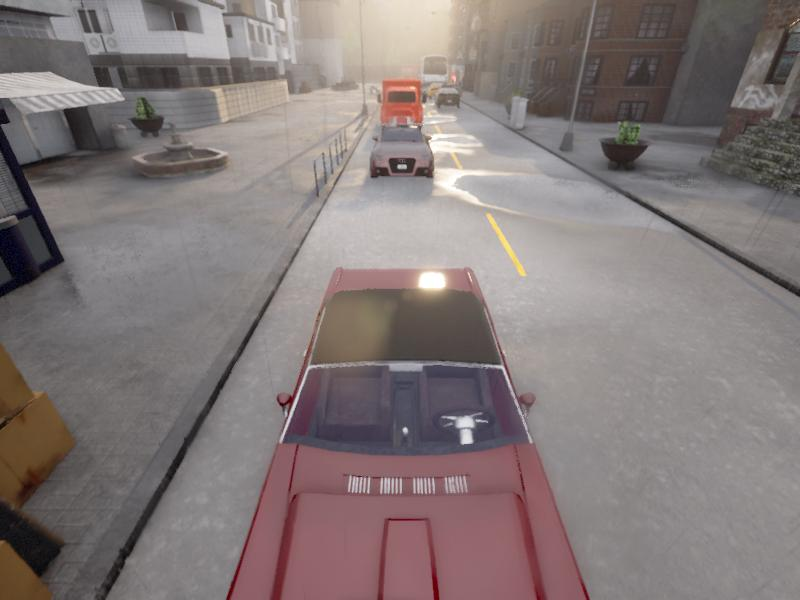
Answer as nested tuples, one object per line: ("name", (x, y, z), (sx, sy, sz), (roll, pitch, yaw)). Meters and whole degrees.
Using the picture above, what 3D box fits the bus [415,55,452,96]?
("bus", (4.057, -29.269, 52.044), (3.944, 4.253, 10.273), (0, 30, 0))

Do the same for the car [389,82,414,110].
("car", (0.124, -17.233, 33.732), (1.905, 1.878, 3.866), (0, 30, 0))

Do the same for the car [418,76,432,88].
("car", (4.141, -36.578, 67.189), (2.033, 1.649, 4.856), (0, 30, 1))

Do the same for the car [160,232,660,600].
("car", (0.041, 0.894, 3.243), (1.895, 1.301, 4.718), (0, 30, 0))

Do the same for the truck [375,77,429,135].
("truck", (0.094, -10.932, 22.326), (2.627, 2.467, 5.204), (0, 31, 0))

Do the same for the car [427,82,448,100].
("car", (4.153, -23.429, 44.717), (1.882, 1.535, 5.008), (0, 30, 0))

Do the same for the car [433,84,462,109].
("car", (4.128, -18.000, 35.299), (1.930, 1.638, 5.238), (0, 30, 0))

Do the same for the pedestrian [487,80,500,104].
("pedestrian", (8.505, -18.961, 36.477), (0.751, 1.860, 0.751), (-1, 30, -1))

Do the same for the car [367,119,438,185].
("car", (0.069, -5.076, 13.392), (1.994, 1.385, 4.181), (0, 30, 0))

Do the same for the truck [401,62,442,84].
("truck", (4.386, -47.317, 83.426), (8.468, 3.827, 2.891), (0, 30, 0))
